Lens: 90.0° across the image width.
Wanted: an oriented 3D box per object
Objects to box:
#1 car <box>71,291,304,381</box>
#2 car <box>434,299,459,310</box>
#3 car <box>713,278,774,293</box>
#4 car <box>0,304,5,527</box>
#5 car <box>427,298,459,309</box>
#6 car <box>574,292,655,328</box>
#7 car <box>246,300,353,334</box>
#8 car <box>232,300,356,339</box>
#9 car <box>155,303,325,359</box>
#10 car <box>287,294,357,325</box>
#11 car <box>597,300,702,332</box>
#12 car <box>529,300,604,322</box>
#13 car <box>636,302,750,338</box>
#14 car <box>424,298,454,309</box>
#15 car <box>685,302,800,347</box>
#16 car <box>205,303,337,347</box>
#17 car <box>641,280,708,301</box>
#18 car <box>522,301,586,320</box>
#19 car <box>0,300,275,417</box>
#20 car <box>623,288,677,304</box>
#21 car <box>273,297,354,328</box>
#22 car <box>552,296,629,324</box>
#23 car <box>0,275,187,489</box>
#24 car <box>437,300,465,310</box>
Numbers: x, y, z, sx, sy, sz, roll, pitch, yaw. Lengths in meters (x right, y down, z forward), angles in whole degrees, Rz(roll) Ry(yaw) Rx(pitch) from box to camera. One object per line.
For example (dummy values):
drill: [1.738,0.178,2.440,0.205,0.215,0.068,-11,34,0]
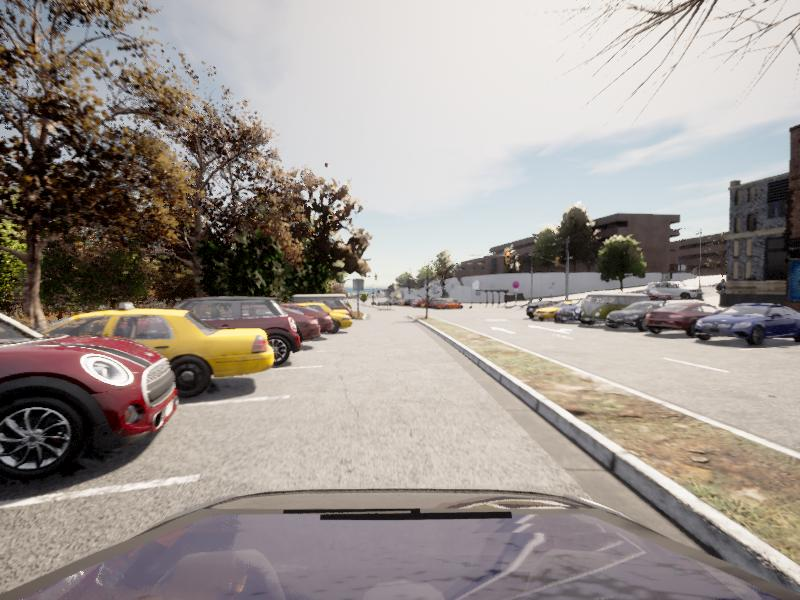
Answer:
car: [-4.844,0.706,9.864,4.553,1.767,2.185,-1,0,-21]
car: [8.582,0.761,73.726,4.442,1.987,1.878,1,0,-28]
car: [39.723,-1.658,46.415,2.231,1.521,4.892,-6,4,-28]
car: [-4.784,0.829,0.971,5.008,1.535,2.097,-1,0,-20]
car: [8.231,0.731,76.744,5.566,2.045,2.435,1,0,-28]
car: [12.891,0.573,24.031,4.442,1.987,1.878,1,0,-23]
car: [-5.398,0.834,21.624,5.366,1.575,1.946,-1,0,-22]
car: [-4.943,0.828,18.809,5.366,1.575,1.946,-1,0,-22]
car: [-4.930,0.873,12.815,4.674,1.452,2.002,-1,0,-21]
car: [-5.405,0.609,27.658,4.442,1.987,1.878,-1,0,-23]
car: [13.123,0.803,21.060,4.892,1.521,2.231,1,0,-22]
car: [12.526,0.793,30.038,5.366,1.575,1.946,1,0,-23]
car: [13.214,0.843,18.043,4.674,1.452,2.002,1,0,-22]
car: [7.837,0.726,79.756,5.566,2.045,2.435,1,0,-29]
car: [13.307,0.844,15.020,4.674,1.452,2.002,1,0,-22]
car: [-5.012,0.873,15.775,4.674,1.452,2.002,-1,0,-21]
car: [30.786,-1.047,45.080,2.435,2.045,5.566,-7,4,-28]
car: [12.704,0.833,33.094,4.792,1.488,2.163,1,0,-24]
car: [-5.000,0.830,6.826,5.366,1.575,1.946,-1,0,-20]
car: [27.821,-0.470,44.681,2.002,1.452,4.674,-6,4,-28]
car: [-5.328,0.710,24.664,4.553,1.767,2.185,-1,0,-22]
car: [12.886,0.674,27.106,4.553,1.767,2.185,1,0,-23]
car: [-4.833,0.705,3.926,4.553,1.767,2.185,-1,0,-20]
car: [9.064,0.867,70.787,4.553,1.767,2.185,1,0,-28]
